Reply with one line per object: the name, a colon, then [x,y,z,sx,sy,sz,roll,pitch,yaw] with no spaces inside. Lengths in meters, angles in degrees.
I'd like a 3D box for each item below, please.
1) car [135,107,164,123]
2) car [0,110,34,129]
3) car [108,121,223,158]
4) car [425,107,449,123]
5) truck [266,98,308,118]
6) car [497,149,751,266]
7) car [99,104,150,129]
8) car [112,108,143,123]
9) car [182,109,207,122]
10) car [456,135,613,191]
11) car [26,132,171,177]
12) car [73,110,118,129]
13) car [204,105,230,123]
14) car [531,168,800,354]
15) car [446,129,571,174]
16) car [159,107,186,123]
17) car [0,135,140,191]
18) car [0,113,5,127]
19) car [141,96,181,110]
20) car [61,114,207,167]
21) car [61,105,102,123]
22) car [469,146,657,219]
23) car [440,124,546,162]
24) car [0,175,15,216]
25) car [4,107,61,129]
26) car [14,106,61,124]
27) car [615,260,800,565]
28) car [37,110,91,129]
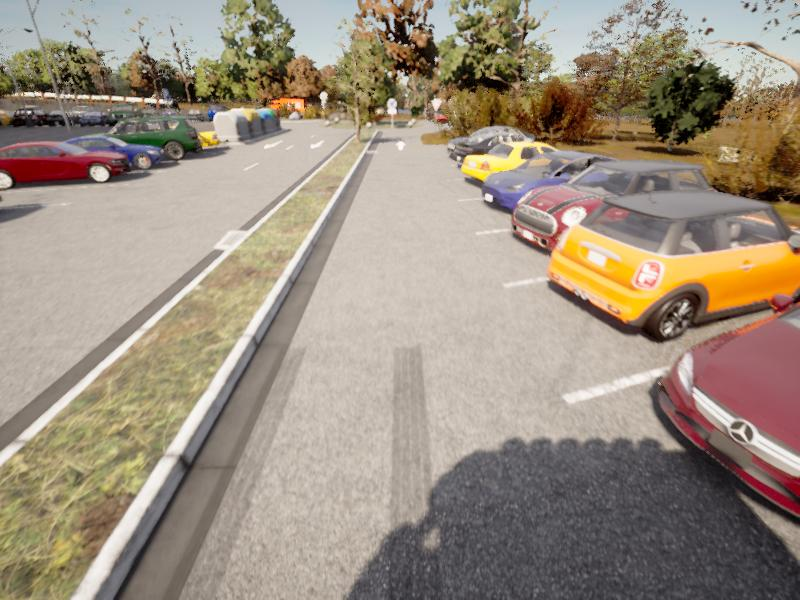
car: [-33.363,-24.717,53.484,2.185,1.767,4.553,-8,26,-17]
car: [-37.876,-17.381,38.429,1.946,1.575,5.366,-9,28,-17]
car: [-13.447,-9.452,23.392,5.366,1.575,1.946,-10,29,-17]
car: [4.489,-22.826,49.411,1.851,1.617,3.988,-5,28,-10]
truck: [-16.522,-28.277,58.923,5.204,2.467,2.627,3,26,0]
car: [4.866,-2.266,9.027,4.553,1.767,2.185,-9,29,-18]
car: [-25.960,-17.501,37.964,2.435,2.045,5.566,-9,27,-17]
car: [-36.390,-24.719,53.524,2.185,1.767,4.553,-8,26,-17]
car: [-27.311,-24.584,53.423,2.231,1.521,4.892,-8,26,-17]
car: [5.015,-5.288,15.170,5.366,1.575,1.946,-9,28,-18]
car: [-13.299,-6.663,18.106,4.674,1.452,2.002,-10,28,-17]
car: [-28.933,-17.254,38.159,2.002,1.452,4.674,-9,28,-17]
car: [-24.309,-24.815,53.285,2.435,2.045,5.566,-9,26,-17]
car: [4.802,-0.899,6.367,4.553,1.767,2.185,-9,28,-18]
car: [4.841,-6.807,18.127,4.892,1.521,2.231,-9,28,-18]
car: [-30.327,-24.688,53.383,2.185,1.767,4.553,-9,26,-17]
car: [-13.317,-5.312,15.399,5.008,1.535,2.097,-10,28,-17]
car: [-40.761,-17.305,38.321,2.231,1.521,4.892,-9,28,-17]
car: [-35.174,-28.979,58.967,4.514,1.525,2.007,4,26,-1]
car: [-13.314,-8.302,20.638,5.566,2.045,2.435,-10,29,-17]
car: [-42.410,-24.820,53.517,2.435,2.045,5.566,-8,26,-17]
car: [4.814,-3.670,12.094,4.792,1.488,2.163,-9,29,-18]
car: [4.858,-8.361,21.145,4.892,1.521,2.231,-9,29,-18]
car: [-13.308,-2.671,9.990,4.553,1.767,2.185,-10,29,-17]
car: [-34.842,-17.397,38.149,2.185,1.767,4.553,-9,28,-17]
car: [-48.475,-24.852,53.660,2.435,2.045,5.566,-9,26,-17]
car: [4.833,0.609,3.800,4.674,1.452,2.002,-9,29,-18]
car: [-31.891,-17.291,38.182,2.231,1.521,4.892,-9,28,-17]
